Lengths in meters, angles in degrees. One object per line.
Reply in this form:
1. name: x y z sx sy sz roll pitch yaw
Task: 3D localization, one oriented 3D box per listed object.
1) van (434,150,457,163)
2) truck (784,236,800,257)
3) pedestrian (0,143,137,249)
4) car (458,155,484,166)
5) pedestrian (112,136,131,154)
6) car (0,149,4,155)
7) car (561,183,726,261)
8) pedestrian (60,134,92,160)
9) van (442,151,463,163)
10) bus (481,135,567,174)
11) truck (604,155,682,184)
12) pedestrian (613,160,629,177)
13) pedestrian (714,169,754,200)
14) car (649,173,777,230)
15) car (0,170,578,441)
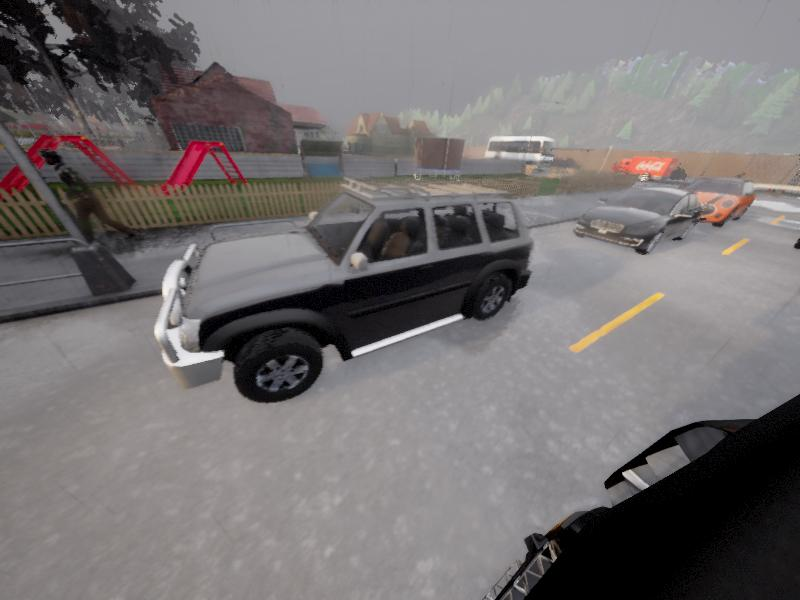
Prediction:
1. van: 9.185 -29.239 47.172 2.069 2.038 4.480 -16 38 -26
2. truck: 14.927 -2.451 6.898 6.274 2.098 2.390 -16 38 -26
3. pedestrian: -6.646 -2.126 4.803 0.751 1.860 0.751 -16 38 -26
4. car: 12.892 -25.337 42.039 1.816 1.474 4.193 -16 38 -26
5. pedestrian: -34.531 -19.227 28.698 0.751 1.860 0.751 -21 40 -31
6. car: -39.516 -13.855 20.668 1.801 1.575 5.366 -16 38 -26
7. car: 7.662 -2.677 7.258 4.892 1.490 1.837 -16 38 -26
8. pedestrian: -28.557 -13.484 20.423 0.751 1.860 0.751 -16 38 -26
9. van: 11.476 -31.355 50.593 1.775 1.987 4.442 -16 37 -26
10. bus: 17.807 -21.834 34.561 3.944 4.253 10.273 -16 38 -26
11. truck: 28.010 -15.256 26.952 2.627 2.467 5.204 -16 38 -26
12. pedestrian: 29.581 -17.612 30.961 0.751 1.860 0.751 -26 43 -36
13. pedestrian: 23.840 -8.239 16.507 0.751 1.860 0.751 -16 38 -26
14. car: 13.850 -4.552 10.282 4.553 1.767 2.097 -16 38 -26
15. car: -0.202 -0.594 3.176 4.605 1.855 1.932 -15 37 -27
